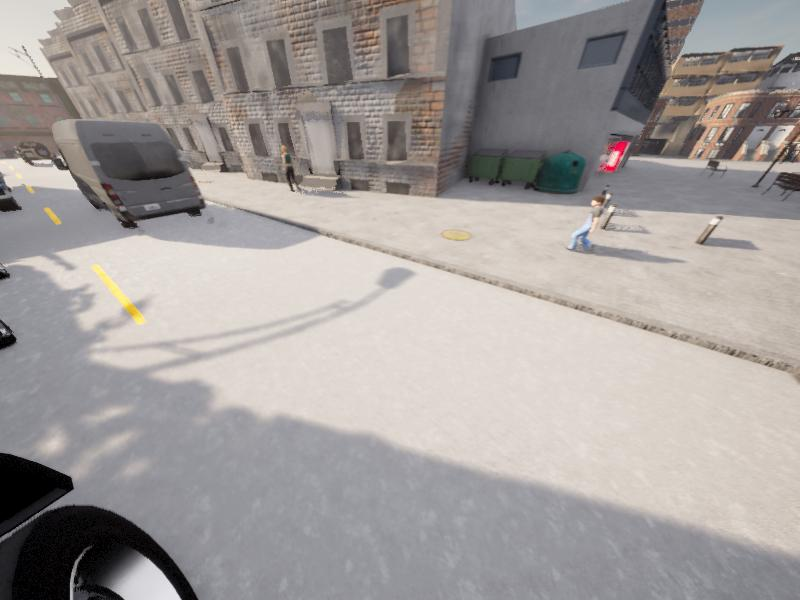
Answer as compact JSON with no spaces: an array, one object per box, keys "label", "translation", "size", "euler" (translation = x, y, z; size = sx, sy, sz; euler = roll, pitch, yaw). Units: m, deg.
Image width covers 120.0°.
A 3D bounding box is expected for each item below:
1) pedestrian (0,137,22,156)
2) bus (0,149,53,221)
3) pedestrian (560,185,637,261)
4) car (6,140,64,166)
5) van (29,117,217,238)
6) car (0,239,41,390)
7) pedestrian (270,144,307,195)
[{"label":"pedestrian","translation":[-47.239,-18.444,27.828],"size":[0.751,1.860,0.751],"euler":[-10,37,-15]},{"label":"bus","translation":[-17.522,-5.540,7.930],"size":[10.273,4.253,3.944],"euler":[22,40,27]},{"label":"pedestrian","translation":[4.173,-1.651,4.936],"size":[0.751,1.300,0.751],"euler":[24,42,30]},{"label":"car","translation":[-33.999,-13.773,21.523],"size":[4.605,1.855,1.932],"euler":[21,40,26]},{"label":"van","translation":[-8.998,-4.159,7.527],"size":[5.915,2.561,1.988],"euler":[22,40,27]},{"label":"car","translation":[-6.951,-0.153,2.857],"size":[5.357,1.411,2.033],"euler":[22,41,28]},{"label":"pedestrian","translation":[-4.888,-5.766,10.207],"size":[0.751,1.860,0.751],"euler":[25,42,31]}]
